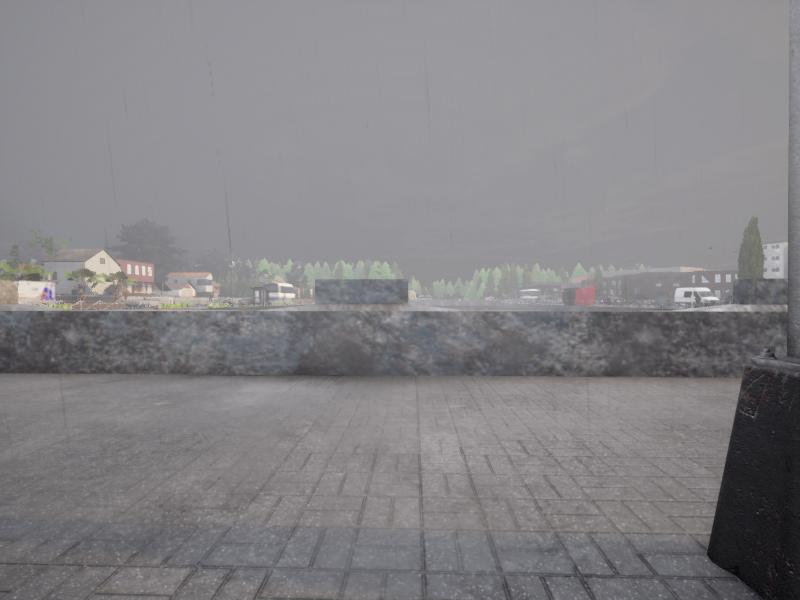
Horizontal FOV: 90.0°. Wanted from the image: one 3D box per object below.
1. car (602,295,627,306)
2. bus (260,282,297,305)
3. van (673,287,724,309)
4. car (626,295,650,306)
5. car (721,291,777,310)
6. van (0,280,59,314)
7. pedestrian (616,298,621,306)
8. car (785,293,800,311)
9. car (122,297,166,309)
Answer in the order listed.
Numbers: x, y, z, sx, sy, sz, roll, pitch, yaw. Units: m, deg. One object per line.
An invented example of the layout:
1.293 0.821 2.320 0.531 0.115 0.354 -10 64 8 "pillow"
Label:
37.540 0.098 70.154 2.097 1.767 4.553 0 0 2 "car"
-23.995 -1.139 79.717 3.944 4.253 10.273 0 0 2 "bus"
36.850 -0.278 49.652 1.988 2.561 5.915 0 0 2 "van"
41.532 0.053 69.814 1.905 1.878 3.866 0 0 2 "car"
36.603 0.052 42.120 1.932 1.855 4.605 0 0 2 "car"
-29.558 -0.222 30.049 2.351 2.431 6.366 0 0 2 "van"
31.443 0.313 57.593 0.500 1.100 0.500 0 0 -5 "pedestrian"
36.340 0.201 34.239 1.801 1.575 5.366 0 0 2 "car"
-29.032 0.344 45.553 1.895 1.301 4.718 0 0 2 "car"
